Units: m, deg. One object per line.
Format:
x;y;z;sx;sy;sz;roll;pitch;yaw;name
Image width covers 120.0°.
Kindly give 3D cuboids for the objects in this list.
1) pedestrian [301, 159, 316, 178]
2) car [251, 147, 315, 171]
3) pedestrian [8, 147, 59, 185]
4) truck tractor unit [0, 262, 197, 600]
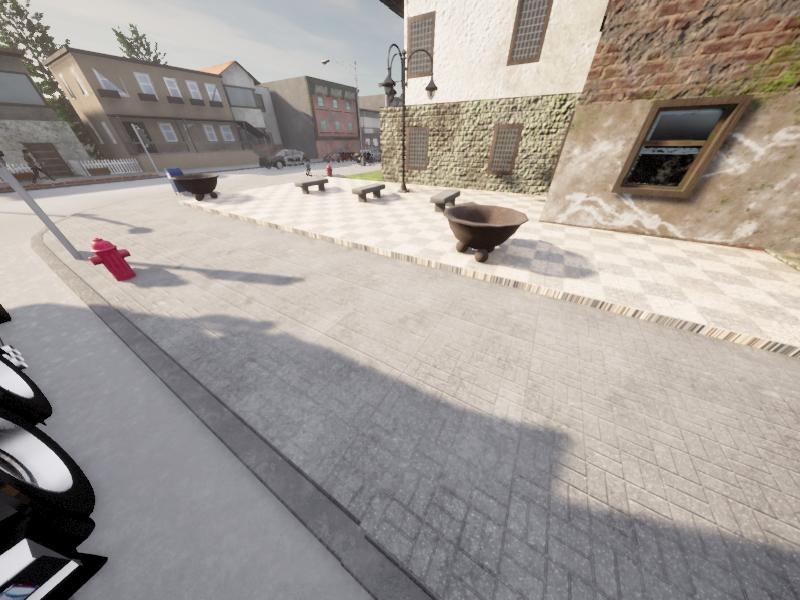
-6.181;-8.881;15.589;0.500;1.100;0.500;21;40;28;pedestrian
-11.197;-13.892;22.585;1.930;1.638;5.238;18;39;24;car
-21.793;-7.995;13.784;0.751;1.860;0.751;19;39;25;pedestrian
-5.108;-0.303;0.785;6.516;4.208;3.053;18;39;24;truck tractor unit
